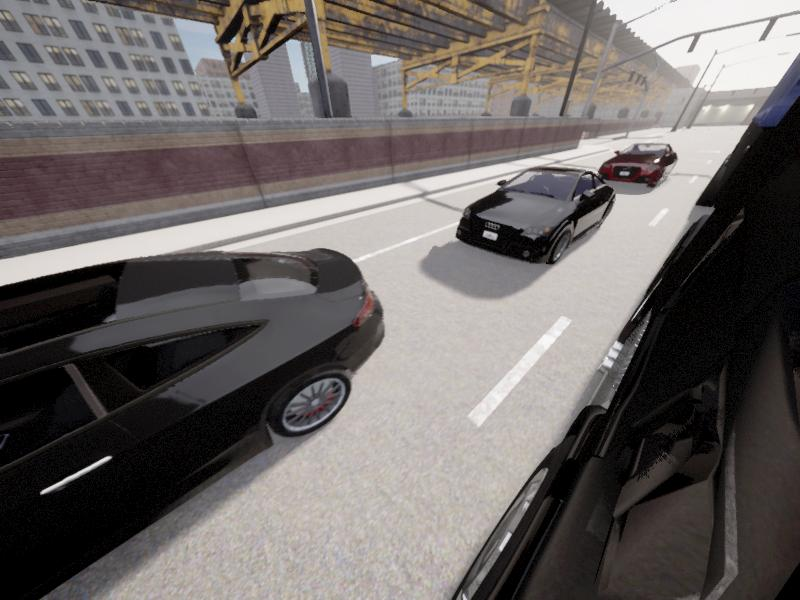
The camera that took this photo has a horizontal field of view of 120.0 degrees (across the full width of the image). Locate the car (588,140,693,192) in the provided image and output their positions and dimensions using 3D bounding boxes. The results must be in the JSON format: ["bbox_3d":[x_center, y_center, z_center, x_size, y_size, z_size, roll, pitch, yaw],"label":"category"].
[{"bbox_3d":[10.144,-5.796,9.756,4.181,1.385,1.994,-27,43,-30],"label":"car"}]

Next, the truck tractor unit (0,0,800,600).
[{"bbox_3d":[2.645,-0.295,0.351,6.516,4.208,3.053,-28,44,-30],"label":"truck tractor unit"}]

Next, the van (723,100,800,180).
[{"bbox_3d":[17.632,-7.497,10.672,5.915,2.561,1.988,-28,43,-30],"label":"van"}]

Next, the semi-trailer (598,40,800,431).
[{"bbox_3d":[8.702,-3.576,4.261,14.254,4.402,2.717,-28,43,-30],"label":"semi-trailer"}]

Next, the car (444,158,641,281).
[{"bbox_3d":[3.201,-2.151,5.197,4.181,1.385,1.994,-28,43,-30],"label":"car"}]

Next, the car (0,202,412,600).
[{"bbox_3d":[-2.260,0.684,1.590,4.674,1.442,1.812,-28,43,-30],"label":"car"}]
